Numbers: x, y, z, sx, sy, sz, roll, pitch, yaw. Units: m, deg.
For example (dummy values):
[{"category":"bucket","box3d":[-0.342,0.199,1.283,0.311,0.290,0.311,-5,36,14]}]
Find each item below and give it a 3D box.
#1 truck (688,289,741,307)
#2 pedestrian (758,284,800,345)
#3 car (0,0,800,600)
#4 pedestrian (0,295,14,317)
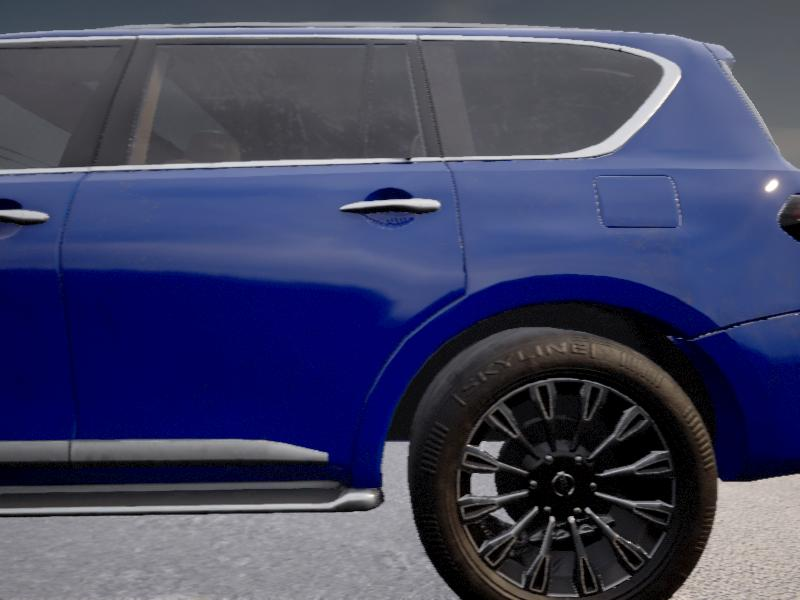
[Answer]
[{"category":"truck","box3d":[43.843,-0.254,55.891,5.204,2.467,2.627,0,0,4]},{"category":"pedestrian","box3d":[7.140,0.265,7.470,0.500,1.100,0.500,0,0,15]},{"category":"car","box3d":[-1.050,-0.031,2.194,5.566,2.045,2.150,0,0,0]},{"category":"pedestrian","box3d":[-20.013,0.295,20.221,0.500,1.100,0.500,0,0,16]}]
